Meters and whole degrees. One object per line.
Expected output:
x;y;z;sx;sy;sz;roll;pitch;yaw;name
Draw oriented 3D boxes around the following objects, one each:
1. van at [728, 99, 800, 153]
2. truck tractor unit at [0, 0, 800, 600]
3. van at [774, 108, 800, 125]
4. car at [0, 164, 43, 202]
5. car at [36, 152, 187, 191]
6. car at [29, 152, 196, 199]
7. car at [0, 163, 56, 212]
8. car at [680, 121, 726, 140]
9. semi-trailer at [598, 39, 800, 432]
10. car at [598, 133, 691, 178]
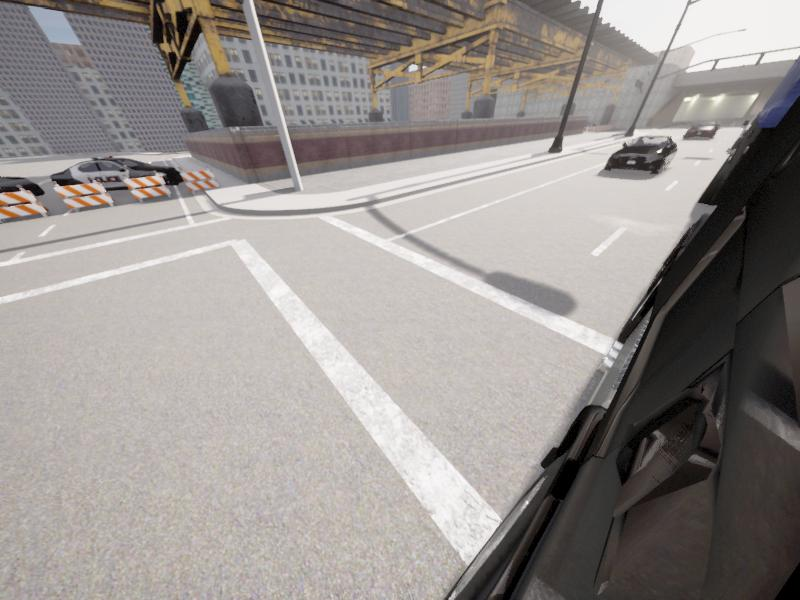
24.603;-11.634;15.396;5.915;2.561;1.988;-28;44;-30;van
2.645;-0.295;0.351;6.516;4.208;3.053;-28;44;-30;truck tractor unit
61.889;-29.086;36.615;4.442;1.987;1.775;-29;44;-31;van
-17.716;-4.042;8.595;1.853;1.218;4.536;7;38;12;car
-14.169;-6.550;11.696;4.536;1.218;1.853;-9;37;-8;car
-14.112;-6.432;11.798;4.974;1.542;2.038;-9;37;-8;car
-17.722;-3.885;8.650;2.038;1.542;4.974;7;38;12;car
29.972;-16.770;22.844;4.181;1.385;1.994;-28;44;-30;car
8.703;-3.612;4.208;14.254;4.402;2.717;-28;44;-30;semi-trailer
11.774;-7.054;11.119;4.181;1.385;1.994;-28;44;-30;car
